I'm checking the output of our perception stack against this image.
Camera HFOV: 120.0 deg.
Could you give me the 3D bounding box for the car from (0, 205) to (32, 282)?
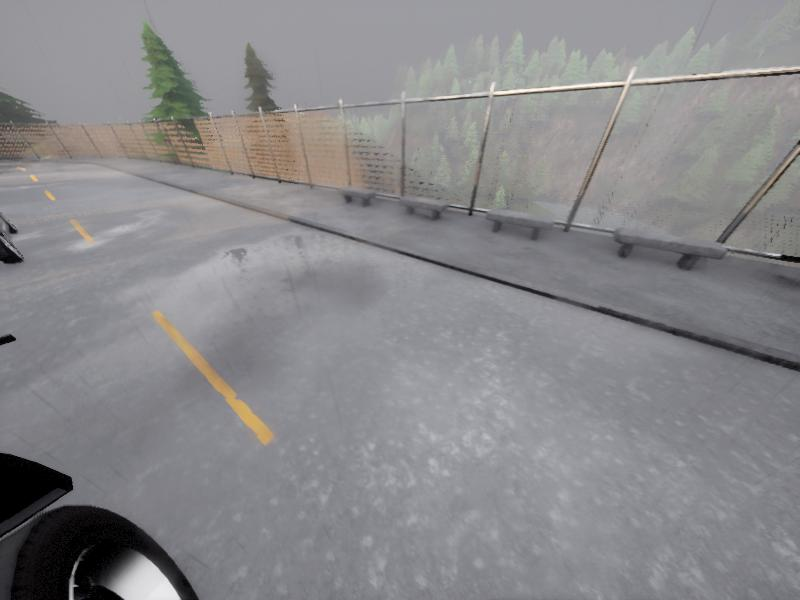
[{"bbox_3d":[-9.950,-1.597,4.661,5.238,1.638,1.930,22,41,28],"label":"car"}]
